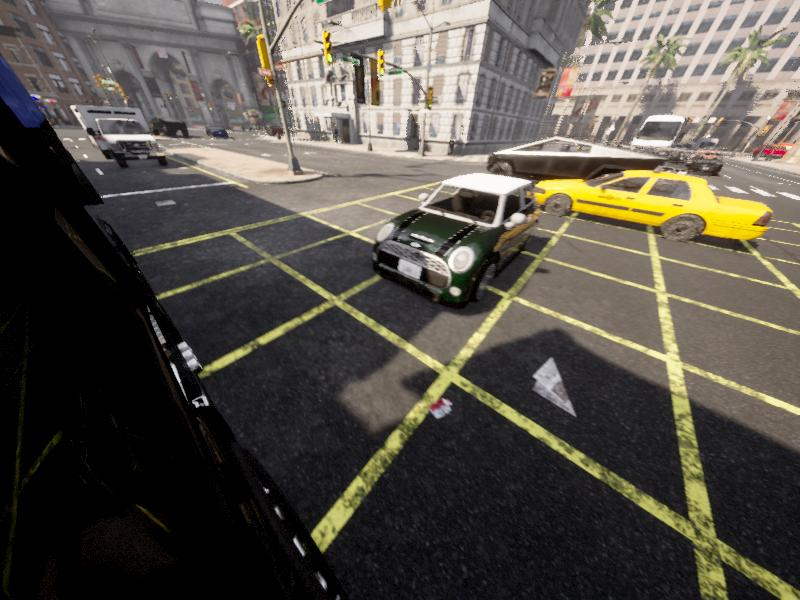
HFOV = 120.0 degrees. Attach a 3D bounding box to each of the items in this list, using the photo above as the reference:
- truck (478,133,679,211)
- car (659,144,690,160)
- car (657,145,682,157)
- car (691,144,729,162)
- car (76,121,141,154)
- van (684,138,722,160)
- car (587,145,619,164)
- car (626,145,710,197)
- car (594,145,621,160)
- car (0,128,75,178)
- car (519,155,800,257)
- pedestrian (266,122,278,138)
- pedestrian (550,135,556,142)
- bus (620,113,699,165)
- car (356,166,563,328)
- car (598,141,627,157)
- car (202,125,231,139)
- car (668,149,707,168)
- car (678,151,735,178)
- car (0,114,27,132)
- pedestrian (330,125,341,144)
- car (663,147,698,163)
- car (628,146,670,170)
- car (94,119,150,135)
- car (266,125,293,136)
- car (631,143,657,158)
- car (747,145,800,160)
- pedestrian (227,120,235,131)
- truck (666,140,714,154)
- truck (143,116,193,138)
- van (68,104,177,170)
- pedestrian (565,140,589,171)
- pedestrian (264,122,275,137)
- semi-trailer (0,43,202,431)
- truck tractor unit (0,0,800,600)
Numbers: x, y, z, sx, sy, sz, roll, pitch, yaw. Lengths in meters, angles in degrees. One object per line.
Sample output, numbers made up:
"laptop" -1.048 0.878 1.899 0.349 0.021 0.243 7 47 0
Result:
"truck" 7.162 -5.934 10.258 6.274 2.098 2.390 28 44 30
"car" 40.435 -21.961 34.124 2.152 1.651 5.027 29 44 30
"car" 45.316 -25.185 38.922 2.033 1.411 5.357 28 44 30
"car" 43.012 -20.494 32.183 2.097 1.767 4.553 28 44 30
"car" -21.193 -11.854 16.784 4.856 1.649 2.033 28 44 30
"van" 47.636 -23.954 36.468 1.988 2.561 5.915 28 44 30
"car" 21.475 -15.415 24.353 1.812 1.442 4.674 28 44 30
"car" 13.861 -7.015 12.304 1.932 1.855 4.605 28 44 30
"car" 25.842 -18.384 28.712 1.895 1.301 4.718 28 44 30
"car" -17.218 -6.901 10.616 5.357 1.411 2.033 28 44 30
"car" 6.883 -3.132 6.933 5.366 1.575 1.801 28 44 30
"pedestrian" -19.418 -25.823 35.052 0.751 1.860 0.751 21 40 23
"pedestrian" 50.384 -53.128 75.850 0.751 1.860 0.751 -19 42 -26
"bus" 30.150 -19.104 27.475 3.944 4.253 10.273 28 44 30
"car" 1.324 -1.445 4.423 1.970 1.475 3.806 28 44 29
"car" 30.387 -21.618 32.999 2.242 1.667 4.611 28 44 30
"car" -25.664 -23.532 32.308 1.994 1.385 4.181 -28 47 -35
"car" 31.206 -15.520 25.224 1.895 1.301 4.718 28 44 30
"car" 24.858 -11.216 18.934 1.816 1.474 4.193 28 44 30
"car" -49.022 -20.929 27.165 5.027 1.651 2.152 -25 45 -32
"pedestrian" -7.815 -20.140 28.190 0.751 1.860 0.751 31 45 32
"car" 35.809 -18.693 29.663 2.033 1.411 5.357 28 44 30
"car" 23.480 -13.557 21.925 2.038 1.542 4.974 28 44 30
"car" -37.410 -23.432 31.325 2.128 1.511 4.902 -2 37 -6
"car" -22.922 -32.382 44.093 1.851 1.617 3.988 26 43 28
"car" 35.797 -21.990 33.954 2.007 1.525 4.514 28 44 30
"car" 73.244 -28.899 45.084 5.566 2.045 2.150 28 44 30
"pedestrian" -37.202 -38.448 50.793 0.751 1.860 0.751 -4 37 -9
"truck" 65.363 -34.632 52.190 6.274 2.098 2.390 9 37 8
"truck" -30.851 -23.041 30.721 6.274 2.098 2.390 23 41 25
"van" -15.306 -9.042 12.732 6.366 2.431 2.351 28 44 30
"pedestrian" 13.222 -10.789 17.276 0.751 1.860 0.751 25 42 26
"pedestrian" -19.896 -26.063 35.342 0.751 1.860 0.751 4 37 2
"semi-trailer" -8.696 -3.607 4.230 14.254 4.402 2.717 28 44 30
"truck tractor unit" -2.645 -0.295 0.351 6.516 4.208 3.053 28 44 30
